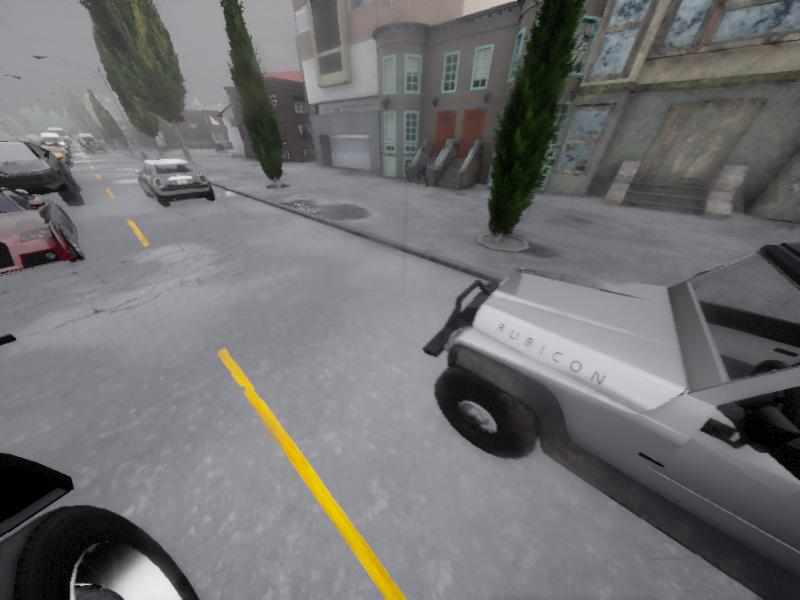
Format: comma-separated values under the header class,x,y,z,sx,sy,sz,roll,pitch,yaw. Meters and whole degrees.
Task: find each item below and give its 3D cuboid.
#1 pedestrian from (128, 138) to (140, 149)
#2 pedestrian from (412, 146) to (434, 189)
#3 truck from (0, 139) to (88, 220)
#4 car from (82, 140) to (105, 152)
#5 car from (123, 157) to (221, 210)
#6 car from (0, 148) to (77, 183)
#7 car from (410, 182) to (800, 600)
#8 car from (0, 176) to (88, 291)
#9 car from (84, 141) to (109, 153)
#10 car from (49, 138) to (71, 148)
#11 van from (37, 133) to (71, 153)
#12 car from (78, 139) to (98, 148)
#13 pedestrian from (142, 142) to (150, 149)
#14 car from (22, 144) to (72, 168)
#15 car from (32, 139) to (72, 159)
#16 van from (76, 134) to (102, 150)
class,x,y,z,sx,sy,sz,roll,pitch,yaw
pedestrian,-53.897,-31.705,46.763,0.751,1.860,0.751,24,41,30
pedestrian,1.190,-6.947,12.093,0.751,1.860,0.751,23,41,29
truck,-14.937,-4.961,9.020,6.274,2.098,2.390,27,43,32
car,-56.111,-28.214,42.249,3.988,1.617,1.851,26,42,32
car,-9.787,-5.165,9.929,3.806,1.475,1.970,26,42,32
car,-23.268,-8.860,15.003,4.902,1.511,2.128,27,43,32
car,2.204,0.600,1.475,3.866,1.878,1.905,26,42,31
car,-8.677,-1.546,4.858,4.181,1.385,1.994,26,42,32
car,-48.823,-24.605,37.148,3.705,1.549,1.789,26,42,32
car,-73.422,-33.908,49.939,4.553,1.767,2.097,26,42,32
van,-55.887,-25.514,37.468,5.915,2.561,1.988,26,42,32
car,-71.212,-35.768,52.755,4.856,1.649,2.033,26,42,32
pedestrian,-53.077,-32.285,48.292,0.500,1.100,0.500,13,37,17
car,-31.991,-13.226,21.075,5.366,1.575,1.801,27,43,32
car,-42.000,-18.325,27.975,4.605,1.855,1.932,27,43,32
van,-62.477,-31.814,46.396,5.915,2.561,1.988,26,42,32
